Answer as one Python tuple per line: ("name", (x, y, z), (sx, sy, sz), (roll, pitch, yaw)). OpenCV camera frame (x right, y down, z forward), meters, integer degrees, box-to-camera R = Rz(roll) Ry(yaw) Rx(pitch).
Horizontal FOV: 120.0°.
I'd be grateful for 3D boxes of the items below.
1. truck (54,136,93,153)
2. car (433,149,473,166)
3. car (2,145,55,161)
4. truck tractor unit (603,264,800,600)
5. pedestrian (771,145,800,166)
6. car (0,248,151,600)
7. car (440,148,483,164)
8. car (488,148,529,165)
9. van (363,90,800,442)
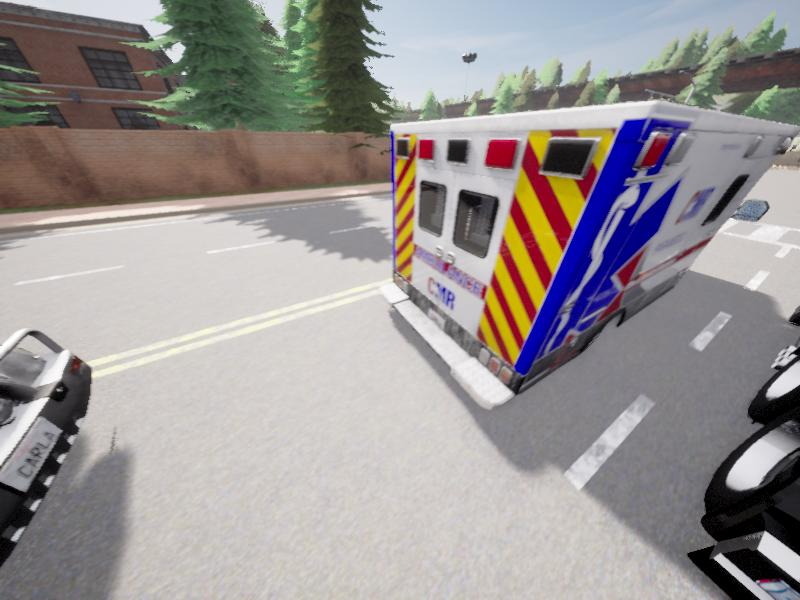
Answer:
("truck", (-57.940, -27.754, 41.164), (2.627, 2.467, 5.204), (-27, 43, -34))
("car", (5.813, -15.951, 25.815), (1.994, 1.385, 4.181), (-18, 39, -24))
("car", (-45.030, -18.008, 28.136), (1.816, 1.474, 4.193), (-21, 40, -27))
("truck tractor unit", (5.107, -0.303, 0.791), (6.516, 4.208, 3.053), (-18, 39, -24))
("pedestrian", (40.592, -15.162, 24.267), (0.751, 1.860, 0.751), (-17, 38, -23))
("car", (-4.198, 1.386, 0.335), (4.605, 1.855, 1.932), (-18, 39, -25))
("car", (7.561, -18.231, 29.090), (2.033, 1.411, 5.357), (-18, 39, -24))
("car", (12.740, -17.097, 27.435), (1.970, 1.475, 3.806), (-18, 39, -24))
("van", (2.956, -1.165, 3.590), (6.366, 2.431, 2.351), (-18, 39, -24))
